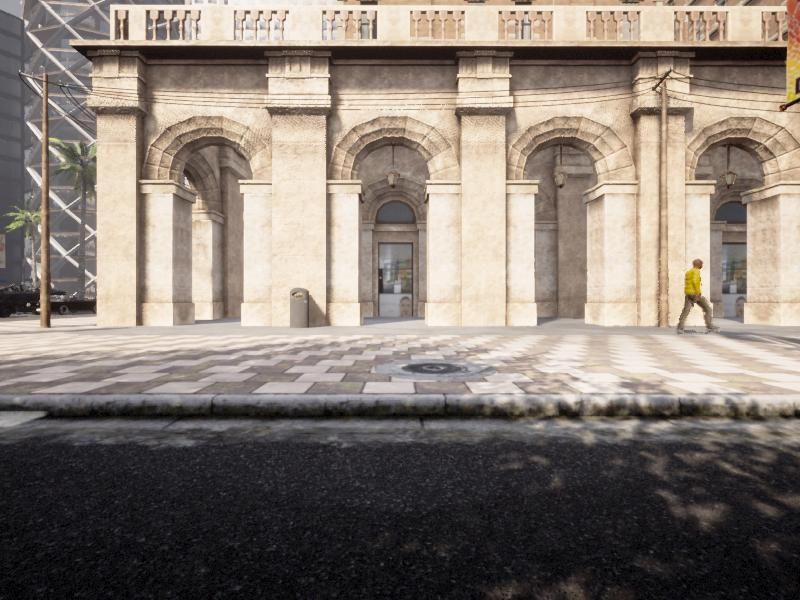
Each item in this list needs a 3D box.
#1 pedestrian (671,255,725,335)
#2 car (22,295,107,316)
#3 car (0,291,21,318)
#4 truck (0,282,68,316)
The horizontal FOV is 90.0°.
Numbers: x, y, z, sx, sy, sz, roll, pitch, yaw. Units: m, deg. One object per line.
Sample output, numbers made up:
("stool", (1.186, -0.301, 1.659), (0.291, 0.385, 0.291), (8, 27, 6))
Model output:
("pedestrian", (7.141, -0.114, 9.614), (0.751, 1.860, 0.751), (0, 0, 0))
("car", (-23.035, 0.340, 27.750), (1.895, 1.301, 4.718), (0, 0, 0))
("car", (-23.029, 0.251, 21.246), (1.816, 1.474, 4.193), (0, 0, 0))
("truck", (-26.539, -0.062, 27.389), (2.390, 2.098, 6.274), (0, 0, 0))
